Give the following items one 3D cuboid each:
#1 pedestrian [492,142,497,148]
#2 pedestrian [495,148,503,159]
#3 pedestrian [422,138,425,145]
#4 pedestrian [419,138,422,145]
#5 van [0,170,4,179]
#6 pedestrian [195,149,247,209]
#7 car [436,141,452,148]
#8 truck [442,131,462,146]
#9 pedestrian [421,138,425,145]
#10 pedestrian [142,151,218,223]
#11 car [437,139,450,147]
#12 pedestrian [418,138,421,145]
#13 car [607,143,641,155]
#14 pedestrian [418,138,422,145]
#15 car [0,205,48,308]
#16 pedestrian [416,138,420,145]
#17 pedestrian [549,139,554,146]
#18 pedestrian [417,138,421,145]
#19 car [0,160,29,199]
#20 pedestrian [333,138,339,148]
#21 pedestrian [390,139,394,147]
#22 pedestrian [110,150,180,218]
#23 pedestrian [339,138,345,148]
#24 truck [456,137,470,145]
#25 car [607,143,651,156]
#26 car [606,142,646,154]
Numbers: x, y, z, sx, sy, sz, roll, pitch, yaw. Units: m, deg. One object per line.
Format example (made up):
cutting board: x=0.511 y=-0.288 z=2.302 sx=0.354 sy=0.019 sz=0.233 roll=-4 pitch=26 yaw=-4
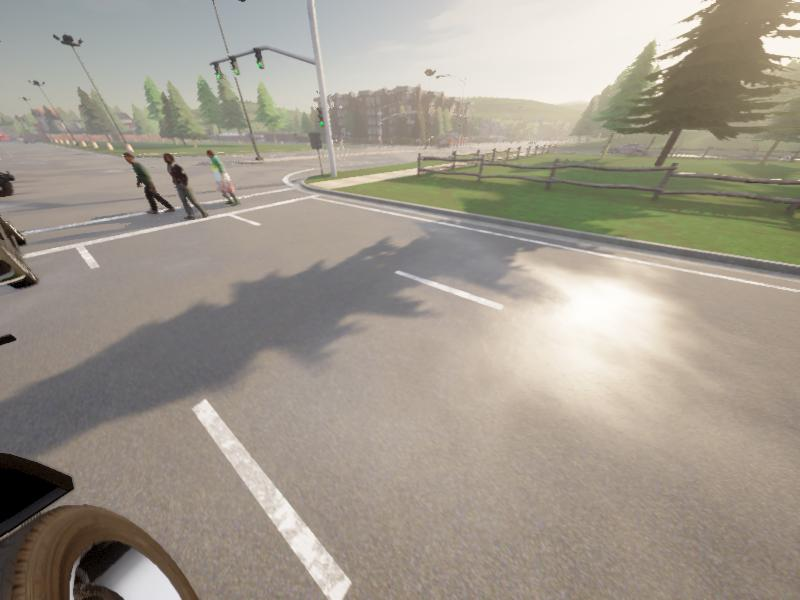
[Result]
pedestrian: x=26.111 y=-43.057 z=64.046 sx=0.751 sy=1.300 sz=0.751 roll=-28 pitch=44 yaw=-34
pedestrian: x=11.552 y=-17.139 z=27.062 sx=0.500 sy=1.100 sz=0.500 roll=25 pitch=42 yaw=31
pedestrian: x=7.538 y=-50.933 z=74.318 sx=0.751 sy=1.860 sz=0.751 roll=18 pitch=39 yaw=23
pedestrian: x=6.518 y=-50.130 z=73.170 sx=0.751 sy=1.860 sz=0.751 roll=18 pitch=39 yaw=23
van: x=-27.096 y=-8.712 z=14.323 sx=4.442 sy=1.987 sz=1.775 roll=22 pitch=41 yaw=28
pedestrian: x=-6.532 y=-4.451 z=8.515 sx=0.751 sy=1.860 sz=0.751 roll=28 pitch=44 yaw=33
car: x=11.386 y=-40.253 z=59.811 sx=1.837 sy=1.490 sz=4.892 roll=23 pitch=41 yaw=28
truck: x=17.114 y=-52.816 z=75.663 sx=2.891 sy=3.827 sz=8.468 roll=22 pitch=41 yaw=28
pedestrian: x=7.250 y=-50.053 z=73.067 sx=0.751 sy=1.860 sz=0.751 roll=-22 pitch=41 yaw=-29
pedestrian: x=-6.615 y=-3.432 z=7.082 sx=0.751 sy=1.860 sz=0.751 roll=9 pitch=36 yaw=13
car: x=12.556 y=-44.804 z=65.960 sx=1.905 sy=1.878 sz=3.866 roll=23 pitch=41 yaw=28
pedestrian: x=6.170 y=-49.664 z=72.505 sx=0.751 sy=1.860 sz=0.751 roll=3 pitch=35 yaw=3
car: x=39.649 y=-26.888 z=40.990 sx=3.988 sy=1.617 sz=1.851 roll=22 pitch=41 yaw=28
pedestrian: x=6.142 y=-49.274 z=71.952 sx=0.751 sy=1.860 sz=0.751 roll=28 pitch=43 yaw=33
car: x=-8.798 y=-1.107 z=4.000 sx=5.027 sy=1.651 sz=2.152 roll=22 pitch=41 yaw=28
pedestrian: x=5.581 y=-49.447 z=72.192 sx=0.751 sy=1.860 sz=0.751 roll=22 pitch=41 yaw=28
pedestrian: x=50.390 y=-52.551 z=76.945 sx=0.751 sy=1.860 sz=0.751 roll=21 pitch=40 yaw=27
pedestrian: x=6.099 y=-51.425 z=75.004 sx=0.751 sy=1.860 sz=0.751 roll=25 pitch=42 yaw=30
car: x=-18.731 y=-4.917 z=9.092 sx=1.905 sy=1.878 sz=3.866 roll=23 pitch=41 yaw=28
pedestrian: x=-14.012 y=-34.306 z=50.549 sx=0.751 sy=1.860 sz=0.751 roll=25 pitch=42 yaw=31
pedestrian: x=-2.277 y=-42.985 z=63.227 sx=0.751 sy=1.860 sz=0.751 roll=24 pitch=42 yaw=30
pedestrian: x=-8.269 y=-3.786 z=7.556 sx=0.751 sy=1.860 sz=0.751 roll=27 pitch=43 yaw=33
pedestrian: x=-13.022 y=-35.078 z=51.652 sx=0.751 sy=1.860 sz=0.751 roll=26 pitch=42 yaw=31
truck: x=22.669 y=-56.854 z=82.617 sx=2.627 sy=2.467 sz=5.204 roll=22 pitch=41 yaw=28
car: x=37.950 y=-25.123 z=38.457 sx=4.856 sy=1.649 sz=2.033 roll=22 pitch=41 yaw=28
car: x=41.999 y=-28.394 z=43.134 sx=5.027 sy=1.651 sz=2.152 roll=22 pitch=41 yaw=28
